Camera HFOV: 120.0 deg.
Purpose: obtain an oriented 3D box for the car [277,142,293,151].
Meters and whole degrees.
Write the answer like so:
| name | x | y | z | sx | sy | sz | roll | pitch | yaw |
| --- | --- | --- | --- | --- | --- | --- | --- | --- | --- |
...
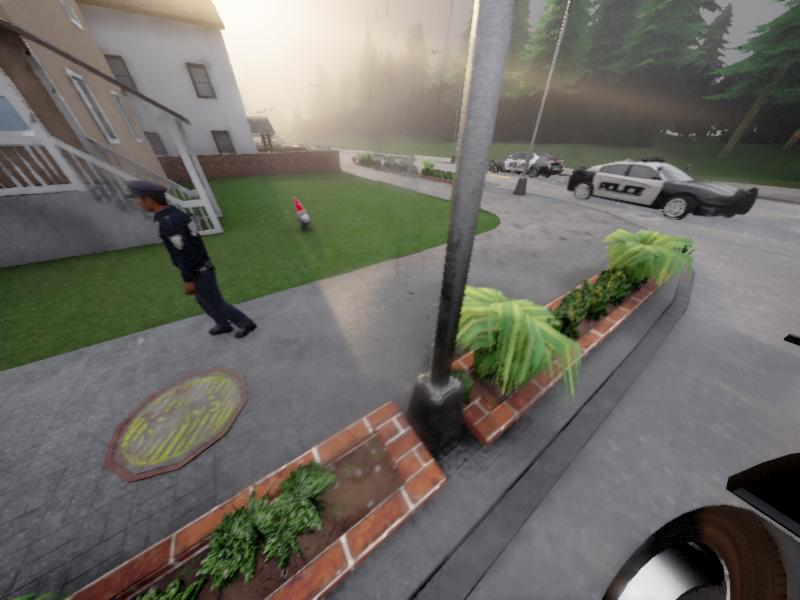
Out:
| name | x | y | z | sx | sy | sz | roll | pitch | yaw |
| --- | --- | --- | --- | --- | --- | --- | --- | --- | --- |
| car | -26.820 | -35.906 | 53.877 | 2.152 | 1.651 | 5.027 | -21 | 40 | -27 |

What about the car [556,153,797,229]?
| name | x | y | z | sx | sy | sz | roll | pitch | yaw |
| --- | --- | --- | --- | --- | --- | --- | --- | --- | --- |
| car | 9.112 | -4.323 | 8.547 | 1.930 | 1.638 | 5.238 | -13 | 37 | -19 |

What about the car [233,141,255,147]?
| name | x | y | z | sx | sy | sz | roll | pitch | yaw |
| --- | --- | --- | --- | --- | --- | --- | --- | --- | --- |
| car | -45.495 | -45.560 | 67.501 | 2.033 | 1.415 | 5.357 | 9 | 36 | 13 |

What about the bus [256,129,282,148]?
| name | x | y | z | sx | sy | sz | roll | pitch | yaw |
| --- | --- | --- | --- | --- | --- | --- | --- | --- | --- |
| bus | -38.259 | -47.101 | 67.309 | 3.944 | 4.253 | 10.273 | -21 | 40 | -27 |

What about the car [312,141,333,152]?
| name | x | y | z | sx | sy | sz | roll | pitch | yaw |
| --- | --- | --- | --- | --- | --- | --- | --- | --- | --- |
| car | -15.396 | -30.313 | 45.610 | 2.152 | 1.651 | 5.027 | -21 | 40 | -27 |

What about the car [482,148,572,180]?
| name | x | y | z | sx | sy | sz | roll | pitch | yaw |
| --- | --- | --- | --- | --- | --- | --- | --- | --- | --- |
| car | 8.507 | -9.591 | 16.112 | 2.038 | 1.542 | 4.974 | -21 | 40 | -26 |

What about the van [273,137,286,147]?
| name | x | y | z | sx | sy | sz | roll | pitch | yaw |
| --- | --- | --- | --- | --- | --- | --- | --- | --- | --- |
| van | -38.656 | -50.801 | 74.015 | 1.988 | 2.561 | 5.915 | -21 | 40 | -27 |

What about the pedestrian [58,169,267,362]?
| name | x | y | z | sx | sy | sz | roll | pitch | yaw |
| --- | --- | --- | --- | --- | --- | --- | --- | --- | --- |
| pedestrian | -2.199 | -0.325 | 2.551 | 0.751 | 1.860 | 0.751 | -15 | 38 | -20 |

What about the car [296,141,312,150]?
| name | x | y | z | sx | sy | sz | roll | pitch | yaw |
| --- | --- | --- | --- | --- | --- | --- | --- | --- | --- |
| car | -22.944 | -36.847 | 54.915 | 2.033 | 1.649 | 4.856 | -21 | 40 | -27 |
